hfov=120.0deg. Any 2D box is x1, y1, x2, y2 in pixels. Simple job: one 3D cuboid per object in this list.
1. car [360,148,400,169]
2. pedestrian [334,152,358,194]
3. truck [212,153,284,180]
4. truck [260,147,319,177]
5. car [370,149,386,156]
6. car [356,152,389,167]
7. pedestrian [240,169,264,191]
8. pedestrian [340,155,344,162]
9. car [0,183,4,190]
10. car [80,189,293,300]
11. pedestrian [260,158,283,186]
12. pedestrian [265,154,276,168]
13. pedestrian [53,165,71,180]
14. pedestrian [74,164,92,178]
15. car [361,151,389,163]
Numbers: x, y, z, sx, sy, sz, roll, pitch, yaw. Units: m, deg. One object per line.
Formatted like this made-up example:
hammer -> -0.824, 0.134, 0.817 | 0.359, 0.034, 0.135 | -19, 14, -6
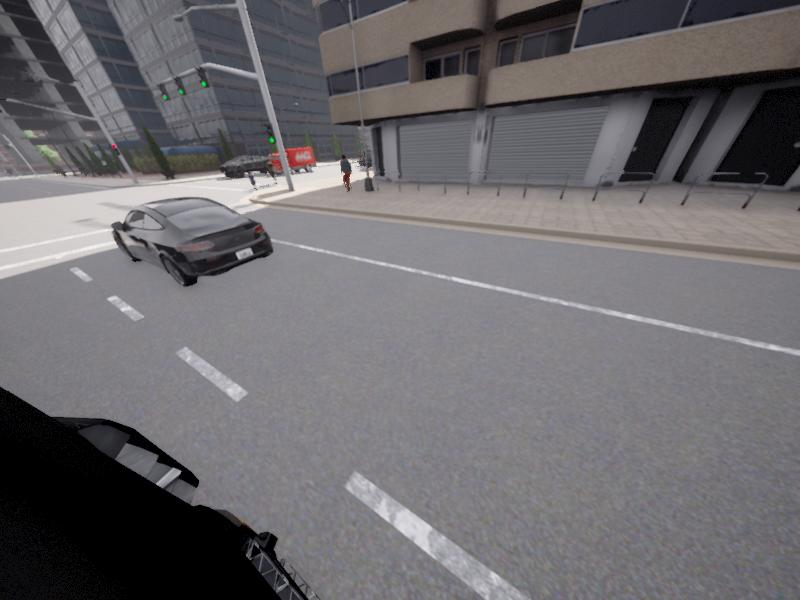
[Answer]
car -> -2.399, -18.360, 29.914 | 2.150, 2.045, 5.566 | 16, 38, 26
pedestrian -> -2.866, -6.805, 12.409 | 0.751, 1.860, 0.751 | -19, 37, -22
truck -> -17.163, -15.461, 26.641 | 2.390, 2.098, 6.274 | 17, 38, 27
truck -> -12.671, -16.197, 27.004 | 2.627, 2.467, 5.204 | 16, 41, 26
car -> -6.676, -44.700, 70.018 | 4.553, 1.767, 2.097 | 17, 38, 27
car -> -3.875, -20.495, 33.699 | 2.038, 1.542, 4.974 | 16, 38, 26
pedestrian -> -10.267, -8.361, 16.104 | 0.751, 1.300, 0.751 | 14, 37, 24
pedestrian -> -11.232, -27.469, 44.841 | 0.500, 1.100, 0.500 | 16, 38, 26
car -> -48.117, -13.429, 26.526 | 4.892, 1.490, 1.837 | 22, 41, 33
car -> -5.051, -1.616, 5.463 | 4.674, 1.442, 1.812 | 16, 38, 26
pedestrian -> -10.132, -10.141, 18.264 | 0.751, 1.860, 0.751 | 16, 38, 26
pedestrian -> -20.646, -22.125, 36.808 | 0.751, 1.860, 0.751 | 11, 36, 20
pedestrian -> -51.357, -19.421, 35.143 | 0.751, 1.860, 0.751 | 21, 41, 32
pedestrian -> -51.115, -20.833, 37.251 | 0.751, 1.860, 0.751 | 6, 35, 14
car -> -4.535, -26.709, 43.063 | 1.801, 1.575, 5.366 | 23, 41, 33
